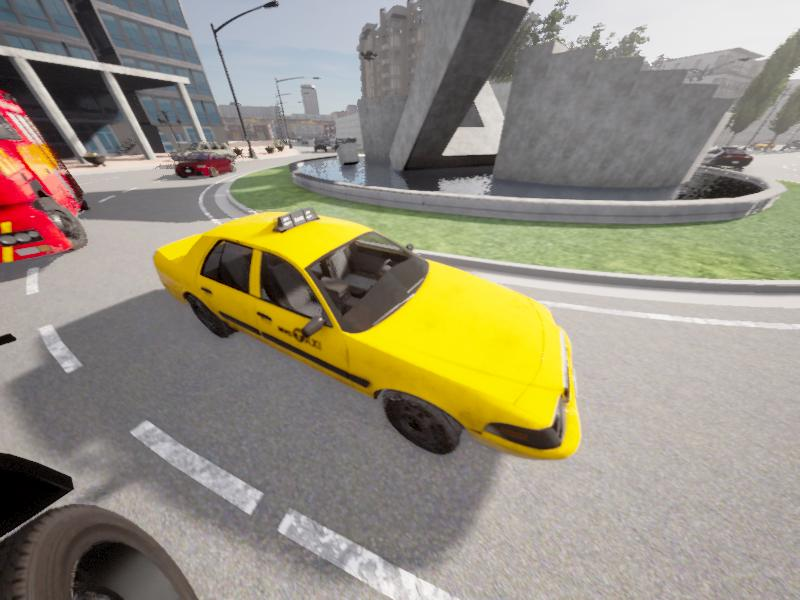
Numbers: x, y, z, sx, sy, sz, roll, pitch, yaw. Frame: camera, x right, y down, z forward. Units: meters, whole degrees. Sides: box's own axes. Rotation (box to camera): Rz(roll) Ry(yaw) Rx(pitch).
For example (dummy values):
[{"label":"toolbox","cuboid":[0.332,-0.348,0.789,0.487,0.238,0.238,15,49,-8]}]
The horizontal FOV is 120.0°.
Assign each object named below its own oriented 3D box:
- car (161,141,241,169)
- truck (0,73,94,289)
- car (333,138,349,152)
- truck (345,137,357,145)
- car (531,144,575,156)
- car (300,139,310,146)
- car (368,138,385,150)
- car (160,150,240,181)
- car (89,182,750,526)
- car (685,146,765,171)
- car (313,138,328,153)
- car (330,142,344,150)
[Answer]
[{"label":"car","cuboid":[-17.079,-12.778,20.197,1.932,1.855,4.605,15,38,19]},{"label":"truck","cuboid":[-10.496,-3.289,5.172,8.468,3.827,2.891,29,44,34]},{"label":"car","cuboid":[-10.309,-27.006,40.263,1.905,1.878,3.866,-10,37,-14]},{"label":"truck","cuboid":[-15.292,-49.629,71.944,2.390,2.098,6.274,-12,37,-17]},{"label":"car","cuboid":[22.044,-21.687,33.417,4.718,1.301,1.895,2,35,2]},{"label":"car","cuboid":[-27.434,-45.472,66.557,1.837,1.490,4.892,-14,38,-19]},{"label":"car","cuboid":[-4.706,-31.595,46.754,1.905,1.878,3.866,-18,39,-23]},{"label":"car","cuboid":[-12.904,-9.020,15.357,1.994,1.385,4.181,-3,36,-5]},{"label":"car","cuboid":[-0.876,-0.227,2.832,5.366,1.575,1.801,17,39,22]},{"label":"car","cuboid":[28.722,-12.806,20.729,2.038,1.542,4.974,16,38,20]},{"label":"car","cuboid":[-13.273,-25.729,38.452,1.905,1.878,3.866,-10,37,-14]},{"label":"car","cuboid":[-12.469,-30.416,45.575,1.895,1.301,4.718,-12,37,-17]}]
